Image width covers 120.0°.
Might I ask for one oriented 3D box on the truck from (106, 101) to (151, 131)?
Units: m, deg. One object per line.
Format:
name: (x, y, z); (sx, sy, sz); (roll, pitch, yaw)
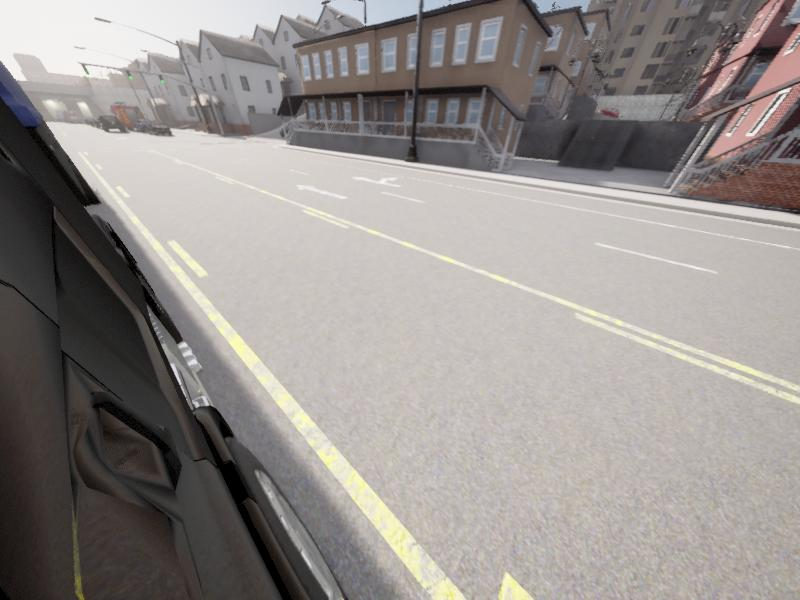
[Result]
truck: (-48.315, -32.637, 41.138); (8.468, 3.827, 2.891); (28, 44, 30)

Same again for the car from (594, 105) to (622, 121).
car: (39.292, -35.338, 43.602); (3.705, 1.549, 1.789); (38, 48, 21)

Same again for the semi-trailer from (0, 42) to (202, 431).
semi-trailer: (-8.732, -3.573, 4.205); (14.254, 4.402, 2.717); (28, 44, 30)

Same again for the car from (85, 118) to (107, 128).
car: (-61.391, -35.839, 46.695); (4.181, 1.385, 1.994); (28, 44, 30)

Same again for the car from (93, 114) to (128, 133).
car: (-44.274, -27.014, 35.363); (5.566, 2.045, 2.150); (28, 44, 30)

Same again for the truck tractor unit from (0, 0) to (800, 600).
truck tractor unit: (-2.645, -0.295, 0.351); (6.516, 4.208, 3.053); (28, 44, 30)

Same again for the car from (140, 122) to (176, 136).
car: (-34.244, -24.176, 32.706); (5.357, 1.411, 2.033); (26, 43, 28)

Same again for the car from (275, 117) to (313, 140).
car: (-16.357, -26.690, 35.891); (1.882, 1.535, 5.008); (27, 59, 29)

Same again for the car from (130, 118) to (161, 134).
car: (-39.930, -27.345, 36.261); (4.553, 1.767, 2.097); (28, 44, 30)
